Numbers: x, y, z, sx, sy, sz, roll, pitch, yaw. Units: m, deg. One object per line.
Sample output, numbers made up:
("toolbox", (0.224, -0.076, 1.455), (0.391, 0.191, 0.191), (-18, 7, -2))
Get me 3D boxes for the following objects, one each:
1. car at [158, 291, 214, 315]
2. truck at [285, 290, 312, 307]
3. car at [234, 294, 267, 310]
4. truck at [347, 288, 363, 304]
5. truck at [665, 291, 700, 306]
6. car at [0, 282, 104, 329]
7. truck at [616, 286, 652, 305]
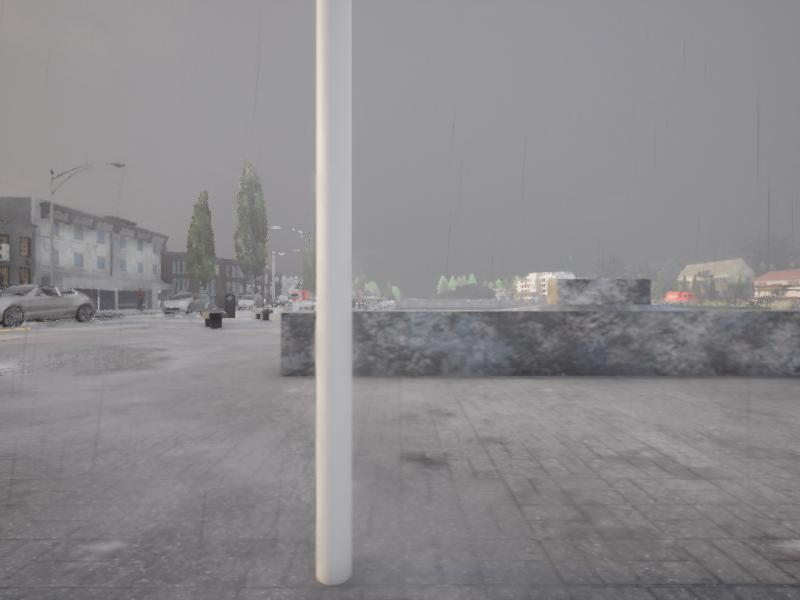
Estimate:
("car", (-14.939, 0.196, 28.208), (1.851, 1.617, 3.988), (0, 0, 0))
("truck", (-14.973, -0.239, 59.199), (2.627, 2.467, 5.204), (0, 0, 0))
("car", (-14.953, 0.196, 40.321), (1.851, 1.617, 3.988), (0, 0, 0))
("truck", (-11.016, -0.919, 98.731), (2.891, 3.827, 8.468), (0, 0, 0))
("truck", (50.679, -0.268, 71.909), (2.627, 2.467, 5.204), (0, 0, 0))
("car", (-14.922, 0.188, 16.181), (2.152, 1.651, 5.027), (0, 0, 0))
("truck", (50.660, -0.948, 86.896), (2.891, 3.827, 8.468), (0, 0, 0))
